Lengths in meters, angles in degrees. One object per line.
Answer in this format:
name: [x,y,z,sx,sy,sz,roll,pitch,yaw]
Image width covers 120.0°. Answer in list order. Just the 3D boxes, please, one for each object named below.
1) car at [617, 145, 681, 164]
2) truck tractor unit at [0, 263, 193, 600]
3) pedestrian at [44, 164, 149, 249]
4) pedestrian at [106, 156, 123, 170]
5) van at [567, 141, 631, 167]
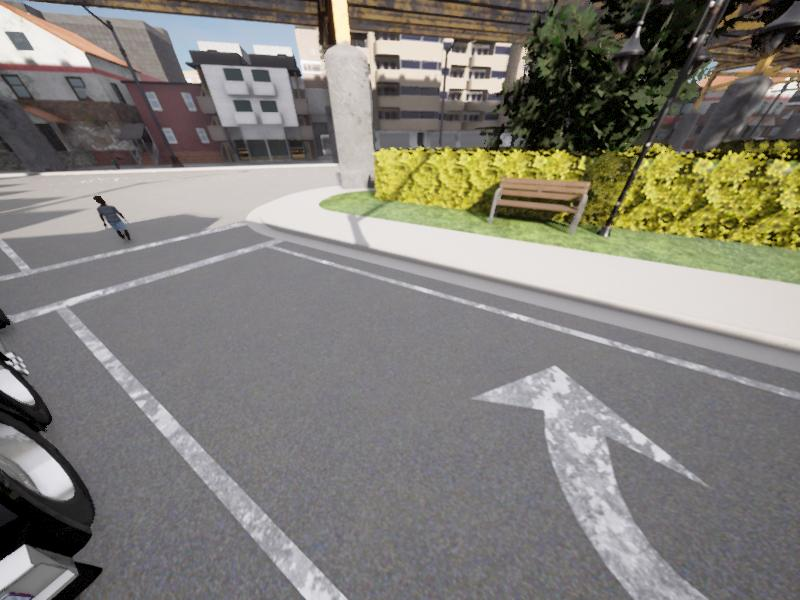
car: [26.920,-15.793,25.032,5.366,1.575,1.801,-9,36,-12]
truck tractor unit: [-5.102,-0.306,0.841,6.516,4.208,3.053,18,36,25]
pedestrian: [-7.623,-2.394,5.972,0.751,1.860,0.751,-22,40,-28]
pedestrian: [-27.759,-13.306,22.474,0.500,1.100,0.500,-11,36,-14]
van: [20.049,-14.886,23.434,4.480,2.038,2.069,-9,36,-12]
